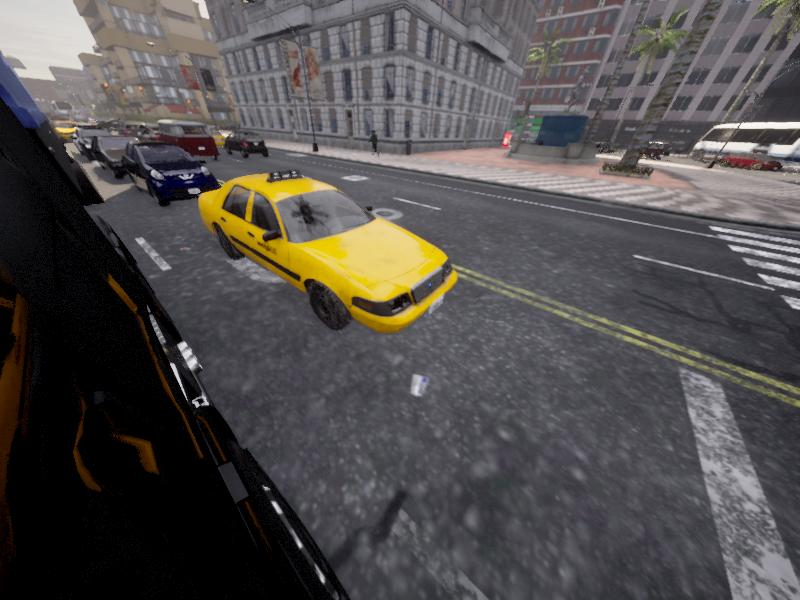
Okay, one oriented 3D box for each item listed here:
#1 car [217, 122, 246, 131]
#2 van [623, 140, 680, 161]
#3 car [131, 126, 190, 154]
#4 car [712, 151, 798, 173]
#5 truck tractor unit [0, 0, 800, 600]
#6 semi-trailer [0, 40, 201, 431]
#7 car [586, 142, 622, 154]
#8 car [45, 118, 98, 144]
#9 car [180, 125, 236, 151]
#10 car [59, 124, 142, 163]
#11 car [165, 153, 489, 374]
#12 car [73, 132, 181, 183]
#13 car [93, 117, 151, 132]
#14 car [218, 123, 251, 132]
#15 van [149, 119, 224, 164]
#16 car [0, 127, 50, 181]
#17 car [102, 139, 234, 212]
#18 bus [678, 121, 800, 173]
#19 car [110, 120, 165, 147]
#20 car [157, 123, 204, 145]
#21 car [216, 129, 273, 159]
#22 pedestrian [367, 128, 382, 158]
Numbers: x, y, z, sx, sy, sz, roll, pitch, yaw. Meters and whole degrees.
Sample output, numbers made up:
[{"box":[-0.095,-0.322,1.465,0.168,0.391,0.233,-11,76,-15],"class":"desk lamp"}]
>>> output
[{"box":[-38.653,-39.824,53.077,2.163,1.488,4.792,26,43,28],"class":"car"},{"box":[34.066,-20.413,31.498,2.069,2.038,4.480,-6,38,-12],"class":"van"},{"box":[-18.110,-12.166,17.488,4.193,1.474,1.816,26,43,28],"class":"car"},{"box":[38.181,-15.084,25.118,2.163,1.488,4.792,2,37,-1],"class":"car"},{"box":[-2.645,-0.295,0.351,6.516,4.208,3.053,28,44,30],"class":"truck tractor unit"},{"box":[-8.679,-3.622,4.240,14.254,4.402,2.717,28,44,30],"class":"semi-trailer"},{"box":[34.488,-25.781,39.170,1.970,1.475,3.806,-14,40,-22],"class":"car"},{"box":[-28.974,-14.930,20.372,5.366,1.575,1.801,26,43,28],"class":"car"},{"box":[-16.955,-14.290,20.315,5.366,1.575,1.801,26,43,28],"class":"car"},{"box":[-17.824,-9.378,13.735,4.974,1.542,2.038,27,43,28],"class":"car"},{"box":[-1.626,-1.281,3.946,5.366,1.575,1.801,27,43,28],"class":"car"},{"box":[-12.526,-6.656,10.563,5.357,1.411,2.033,27,43,28],"class":"car"},{"box":[-41.700,-26.421,34.832,1.930,1.638,5.238,27,43,28],"class":"car"},{"box":[-36.344,-38.079,50.972,2.033,1.411,5.357,26,43,28],"class":"car"},{"box":[-13.394,-10.011,14.494,4.442,1.987,1.775,27,43,28],"class":"van"},{"box":[-16.063,-5.844,9.129,3.633,1.501,1.845,27,43,29],"class":"car"},{"box":[-7.505,-4.213,7.518,3.633,1.501,1.845,27,43,29],"class":"car"},{"box":[41.679,-18.424,27.499,3.944,4.253,10.273,2,37,-2],"class":"bus"},{"box":[-23.341,-14.819,20.522,4.611,1.667,2.242,29,44,31],"class":"car"},{"box":[-22.394,-16.952,23.555,4.514,1.525,2.007,26,43,28],"class":"car"},{"box":[-11.419,-11.505,16.982,3.705,1.549,1.789,27,43,28],"class":"car"},{"box":[-1.961,-12.171,17.950,0.751,1.860,0.751,32,46,33],"class":"pedestrian"}]
